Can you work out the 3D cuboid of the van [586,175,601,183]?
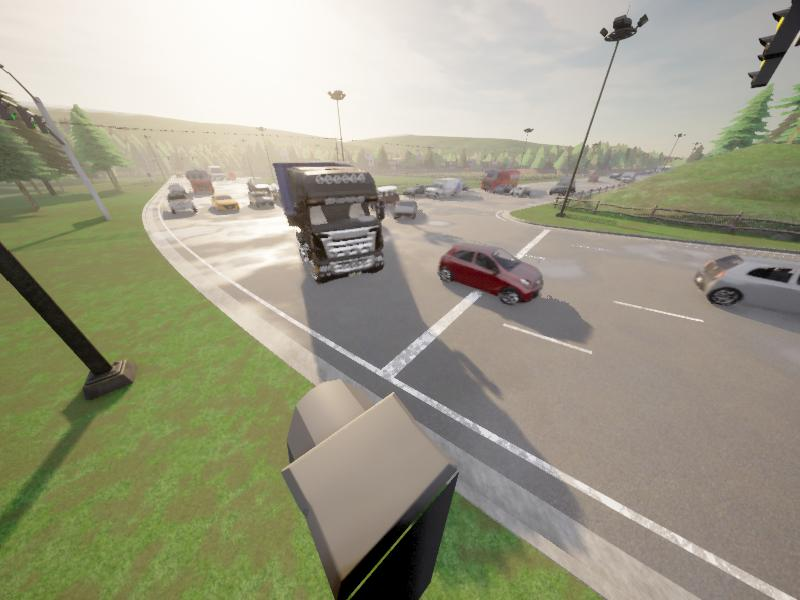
[{"bbox_3d":[54.819,-34.376,65.559,4.442,1.987,1.775,-23,37,-34],"label":"van"}]

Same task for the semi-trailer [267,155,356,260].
[{"bbox_3d":[-4.936,-7.531,16.612,2.717,4.402,14.254,-4,30,-6],"label":"semi-trailer"}]

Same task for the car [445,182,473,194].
[{"bbox_3d":[10.554,-20.138,41.405,4.792,1.488,2.163,-23,37,-34],"label":"car"}]

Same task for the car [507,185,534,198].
[{"bbox_3d":[18.490,-16.614,35.304,3.806,1.475,1.970,-23,37,-34],"label":"car"}]

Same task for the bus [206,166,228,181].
[{"bbox_3d":[-63.299,-43.930,79.835,3.944,4.253,10.273,-22,37,-33],"label":"bus"}]

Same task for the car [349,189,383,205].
[{"bbox_3d":[-4.183,-13.041,29.224,1.994,1.385,4.181,17,34,26],"label":"car"}]

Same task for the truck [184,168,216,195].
[{"bbox_3d":[-35.106,-20.951,40.468,2.891,3.827,8.468,-22,37,-33],"label":"truck"}]

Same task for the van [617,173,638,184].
[{"bbox_3d":[61.460,-32.790,62.363,6.366,2.431,2.351,-23,37,-34],"label":"van"}]

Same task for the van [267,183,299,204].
[{"bbox_3d":[-15.313,-13.965,30.151,2.069,2.038,4.480,-25,38,-36],"label":"van"}]

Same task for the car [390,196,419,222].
[{"bbox_3d":[0.539,-8.509,21.350,2.033,1.411,5.357,4,30,6],"label":"car"}]

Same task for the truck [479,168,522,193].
[{"bbox_3d":[18.710,-22.294,42.798,8.468,3.827,2.891,-23,37,-34],"label":"truck"}]

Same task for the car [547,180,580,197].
[{"bbox_3d":[25.886,-17.680,36.581,5.566,2.045,2.150,-23,37,-34],"label":"car"}]

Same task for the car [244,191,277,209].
[{"bbox_3d":[-16.069,-11.572,26.574,1.816,1.474,4.193,-25,39,-37],"label":"car"}]

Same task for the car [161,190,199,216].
[{"bbox_3d":[-21.990,-9.767,23.048,1.932,1.855,4.605,-26,38,-37],"label":"car"}]

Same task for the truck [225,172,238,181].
[{"bbox_3d":[-57.502,-42.288,78.777,2.627,2.467,5.204,-22,37,-33],"label":"truck"}]

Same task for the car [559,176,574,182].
[{"bbox_3d":[51.013,-37.177,70.808,4.974,1.542,2.038,-23,37,-34],"label":"car"}]

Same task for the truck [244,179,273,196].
[{"bbox_3d":[-23.371,-18.569,38.067,2.390,2.098,6.274,-23,37,-34],"label":"truck"}]

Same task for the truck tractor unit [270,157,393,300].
[{"bbox_3d":[-3.189,-3.631,10.062,3.053,4.208,6.516,-16,33,-24],"label":"truck tractor unit"}]

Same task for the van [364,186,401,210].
[{"bbox_3d":[-1.819,-11.634,26.119,2.069,2.038,4.480,14,33,24],"label":"van"}]

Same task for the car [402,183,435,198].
[{"bbox_3d":[2.852,-16.947,35.735,5.027,1.651,2.152,-23,37,-34],"label":"car"}]

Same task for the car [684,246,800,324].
[{"bbox_3d":[12.098,-0.397,7.166,3.633,1.501,1.845,21,36,32],"label":"car"}]

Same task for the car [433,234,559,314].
[{"bbox_3d":[3.281,-1.171,8.506,3.633,1.501,1.845,26,40,38],"label":"car"}]

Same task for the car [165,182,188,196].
[{"bbox_3d":[-36.751,-18.244,37.983,2.152,1.651,5.027,-22,37,-33],"label":"car"}]

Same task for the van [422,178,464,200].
[{"bbox_3d":[6.475,-16.546,34.237,6.366,2.431,2.351,-23,37,-34],"label":"van"}]

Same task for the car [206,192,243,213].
[{"bbox_3d":[-18.740,-10.465,24.595,1.882,1.535,5.008,-25,39,-37],"label":"car"}]

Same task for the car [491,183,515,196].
[{"bbox_3d":[16.957,-18.279,38.134,3.633,1.501,1.845,-23,37,-34],"label":"car"}]
